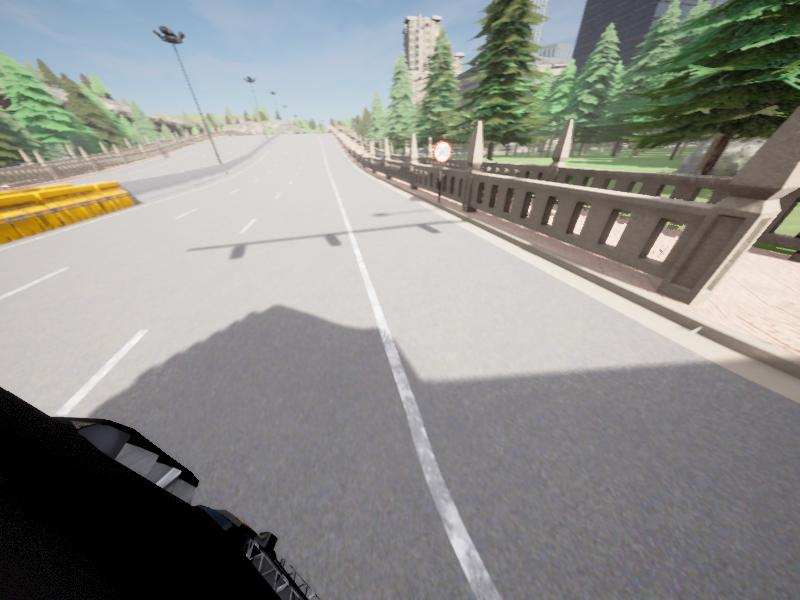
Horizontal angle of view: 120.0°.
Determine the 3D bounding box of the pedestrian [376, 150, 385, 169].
[{"bbox_3d":[-2.297,-16.488,27.046,0.751,1.860,0.751,-11,34,-12],"label":"pedestrian"}]
